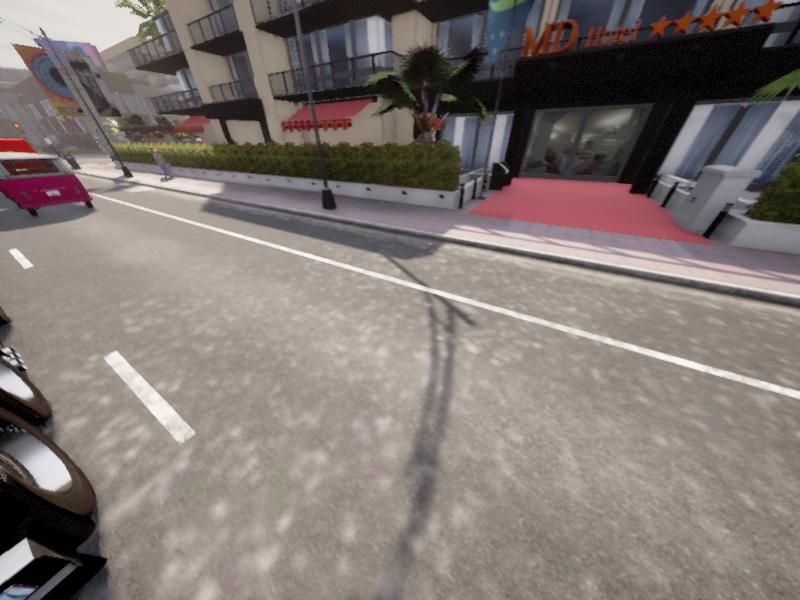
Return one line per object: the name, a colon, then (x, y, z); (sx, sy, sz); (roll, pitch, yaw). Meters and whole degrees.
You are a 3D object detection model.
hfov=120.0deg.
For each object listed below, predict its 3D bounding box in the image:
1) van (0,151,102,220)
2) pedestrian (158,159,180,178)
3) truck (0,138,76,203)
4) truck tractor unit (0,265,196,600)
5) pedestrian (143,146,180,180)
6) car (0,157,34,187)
van: (-14.790, -4.789, 9.350); (4.442, 1.987, 1.775); (18, 39, 24)
pedestrian: (-16.082, -9.140, 16.094); (0.500, 1.100, 0.500); (18, 39, 24)
truck: (-20.261, -6.752, 11.812); (5.204, 2.467, 2.627); (18, 39, 24)
truck tractor unit: (-5.113, -0.295, 0.795); (6.516, 4.208, 3.053); (18, 38, 24)
pedestrian: (-15.603, -8.964, 15.170); (0.751, 1.860, 0.751); (13, 37, 19)
car: (-26.623, -8.395, 15.125); (3.806, 1.475, 1.970); (18, 39, 24)
